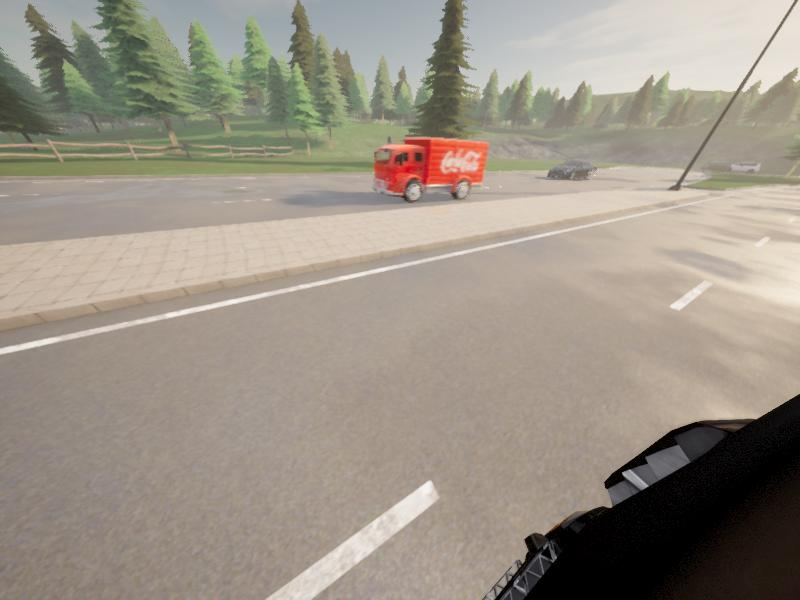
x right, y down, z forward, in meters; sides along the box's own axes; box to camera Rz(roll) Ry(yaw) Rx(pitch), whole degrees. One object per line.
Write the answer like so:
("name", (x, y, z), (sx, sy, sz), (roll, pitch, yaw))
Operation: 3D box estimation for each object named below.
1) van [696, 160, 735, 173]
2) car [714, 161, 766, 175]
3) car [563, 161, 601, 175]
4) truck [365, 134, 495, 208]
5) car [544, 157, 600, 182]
("van", (64.803, -27.410, 47.541), (4.442, 1.987, 1.775), (5, 34, 3))
("car", (71.857, -28.052, 48.959), (5.566, 2.045, 2.150), (20, 37, 23))
("car", (22.925, -16.574, 29.032), (4.718, 1.301, 1.895), (-19, 40, -29))
("truck", (1.355, -6.155, 10.929), (5.204, 2.467, 2.627), (-16, 38, -26))
("car", (16.400, -12.508, 22.065), (4.553, 1.767, 2.097), (-17, 38, -26))
